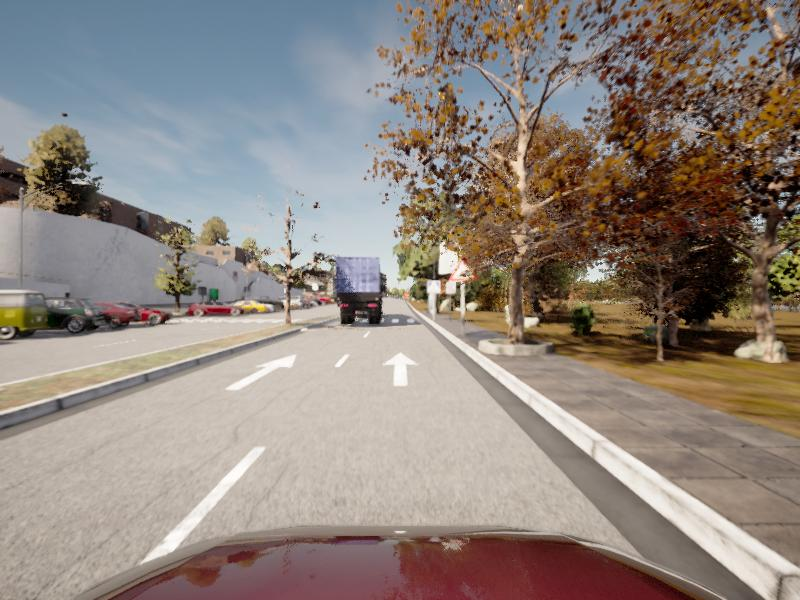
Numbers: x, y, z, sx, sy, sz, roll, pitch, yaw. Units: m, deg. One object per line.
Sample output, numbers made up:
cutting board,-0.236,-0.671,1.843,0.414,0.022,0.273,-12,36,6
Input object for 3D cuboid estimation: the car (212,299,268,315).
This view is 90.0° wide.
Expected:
car,-17.018,0.753,42.775,5.366,1.575,1.946,-1,1,-20

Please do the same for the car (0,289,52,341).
car,-16.970,0.589,15.819,4.442,1.987,1.878,-1,0,-20

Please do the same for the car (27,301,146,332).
car,-16.851,0.841,21.827,4.674,1.452,2.002,-1,0,-20

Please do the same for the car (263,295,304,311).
car,-16.867,0.398,57.847,5.566,2.045,2.435,-1,1,-20

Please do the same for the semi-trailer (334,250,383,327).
semi-trailer,-2.724,-0.669,30.286,2.717,4.402,14.254,0,0,-2

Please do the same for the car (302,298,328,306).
car,-16.802,0.346,78.888,4.792,1.488,2.163,-1,1,-20

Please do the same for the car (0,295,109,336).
car,-16.829,0.681,18.855,4.553,1.767,2.185,-1,0,-20

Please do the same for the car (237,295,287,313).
car,-16.820,0.477,48.866,5.566,2.045,2.435,-1,0,-20

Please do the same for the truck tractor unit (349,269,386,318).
truck tractor unit,-2.973,-0.588,38.193,3.053,4.208,6.516,0,1,-1

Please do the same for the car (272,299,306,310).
car,-16.863,0.643,60.849,4.792,1.488,2.163,-1,1,-20

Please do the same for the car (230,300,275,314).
car,-16.849,0.782,45.848,4.674,1.452,2.002,-1,0,-20

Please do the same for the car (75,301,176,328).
car,-16.829,0.824,24.846,4.792,1.488,2.163,-1,0,-20

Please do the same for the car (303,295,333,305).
car,-16.806,0.014,81.886,5.566,2.045,2.435,-1,1,-20

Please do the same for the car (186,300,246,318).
car,-16.823,0.799,36.852,4.792,1.488,2.163,-1,0,-20

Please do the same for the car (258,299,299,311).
car,-16.668,0.674,54.922,5.366,1.575,1.946,-1,0,-20
